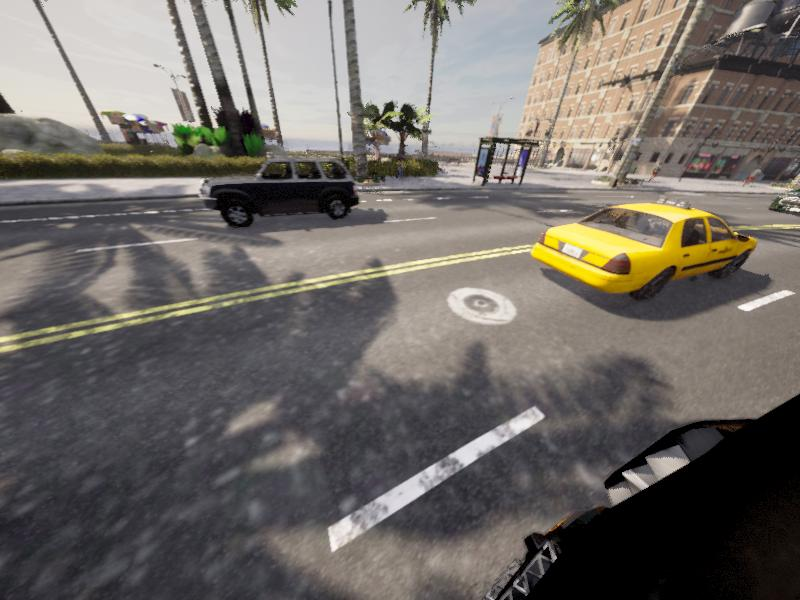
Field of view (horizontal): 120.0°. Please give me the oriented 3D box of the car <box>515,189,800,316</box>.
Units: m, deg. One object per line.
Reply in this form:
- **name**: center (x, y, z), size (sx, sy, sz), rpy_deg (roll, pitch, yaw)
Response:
- **car**: center (5.443, -1.316, 4.913), size (5.366, 1.575, 1.801), rpy_deg (-10, 36, -19)

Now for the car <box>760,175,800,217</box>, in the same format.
- **car**: center (22.813, -5.416, 12.194), size (4.553, 1.767, 2.097), rpy_deg (-5, 34, -12)

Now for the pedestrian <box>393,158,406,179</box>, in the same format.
- **pedestrian**: center (-0.041, -9.585, 16.866), size (0.751, 1.300, 0.751), rpy_deg (-7, 35, -14)

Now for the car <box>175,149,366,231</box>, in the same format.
- **car**: center (-3.651, -3.684, 7.519), size (4.605, 1.855, 1.932), rpy_deg (-13, 37, -23)

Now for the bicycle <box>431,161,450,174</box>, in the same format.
- **bicycle**: center (3.885, -12.822, 22.344), size (1.643, 1.024, 0.373), rpy_deg (-3, 34, -9)

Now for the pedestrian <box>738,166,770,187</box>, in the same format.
- **pedestrian**: center (36.839, -12.870, 24.084), size (0.751, 1.860, 0.751), rpy_deg (0, 34, -5)

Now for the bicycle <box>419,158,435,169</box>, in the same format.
- **bicycle**: center (3.045, -15.597, 26.454), size (1.643, 1.024, 0.373), rpy_deg (-3, 34, -9)

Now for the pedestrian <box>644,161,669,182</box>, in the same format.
- **pedestrian**: center (26.420, -13.239, 23.853), size (0.751, 1.860, 0.751), rpy_deg (-6, 35, -13)

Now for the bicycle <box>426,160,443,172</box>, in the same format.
- **bicycle**: center (3.549, -13.932, 23.988), size (1.643, 1.024, 0.373), rpy_deg (-3, 34, -9)
